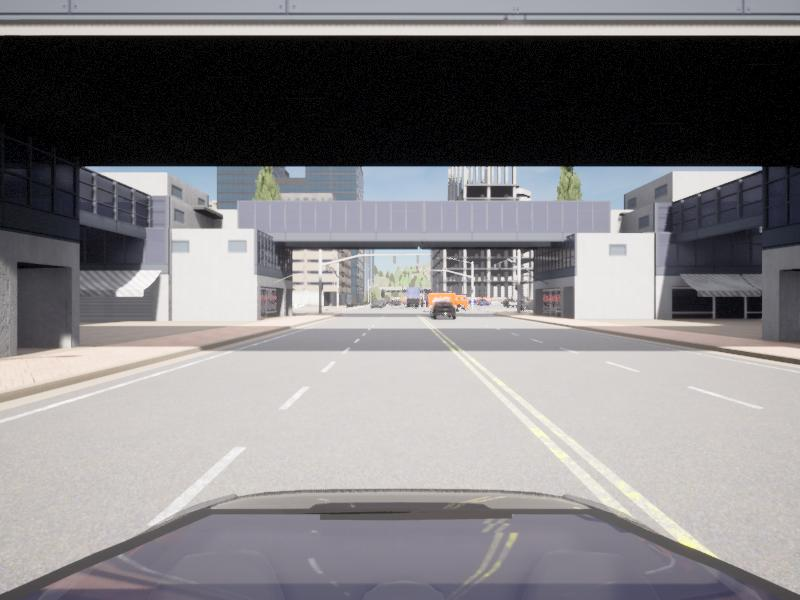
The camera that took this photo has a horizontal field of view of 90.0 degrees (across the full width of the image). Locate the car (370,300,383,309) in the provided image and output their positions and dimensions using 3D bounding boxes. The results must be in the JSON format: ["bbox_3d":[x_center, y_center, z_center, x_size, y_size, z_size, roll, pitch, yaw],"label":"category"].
[{"bbox_3d":[-4.138,0.826,71.231,2.038,1.542,4.974,0,0,1],"label":"car"}]

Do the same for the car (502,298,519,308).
[{"bbox_3d":[20.420,0.497,73.896,1.932,1.855,4.605,0,0,0],"label":"car"}]

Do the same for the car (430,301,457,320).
[{"bbox_3d":[3.642,0.844,34.332,1.837,1.490,4.892,0,0,0],"label":"car"}]

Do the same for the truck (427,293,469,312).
[{"bbox_3d":[6.289,0.358,52.606,5.204,2.467,2.627,0,0,0],"label":"truck"}]

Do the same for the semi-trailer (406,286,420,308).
[{"bbox_3d":[2.725,-0.621,85.964,2.717,4.402,14.254,0,0,1],"label":"semi-trailer"}]
